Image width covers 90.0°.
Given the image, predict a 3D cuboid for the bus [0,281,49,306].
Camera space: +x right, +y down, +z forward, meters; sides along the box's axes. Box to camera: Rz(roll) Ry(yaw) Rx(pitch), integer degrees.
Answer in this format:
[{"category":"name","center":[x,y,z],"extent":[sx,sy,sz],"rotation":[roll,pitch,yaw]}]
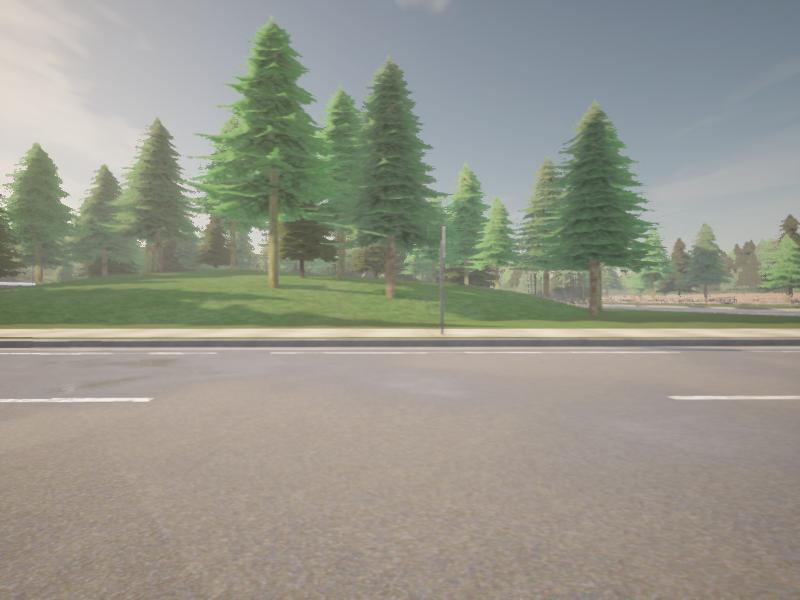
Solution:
[{"category":"bus","center":[-71.046,-1.111,73.577],"extent":[3.944,4.253,10.273],"rotation":[0,0,0]}]
